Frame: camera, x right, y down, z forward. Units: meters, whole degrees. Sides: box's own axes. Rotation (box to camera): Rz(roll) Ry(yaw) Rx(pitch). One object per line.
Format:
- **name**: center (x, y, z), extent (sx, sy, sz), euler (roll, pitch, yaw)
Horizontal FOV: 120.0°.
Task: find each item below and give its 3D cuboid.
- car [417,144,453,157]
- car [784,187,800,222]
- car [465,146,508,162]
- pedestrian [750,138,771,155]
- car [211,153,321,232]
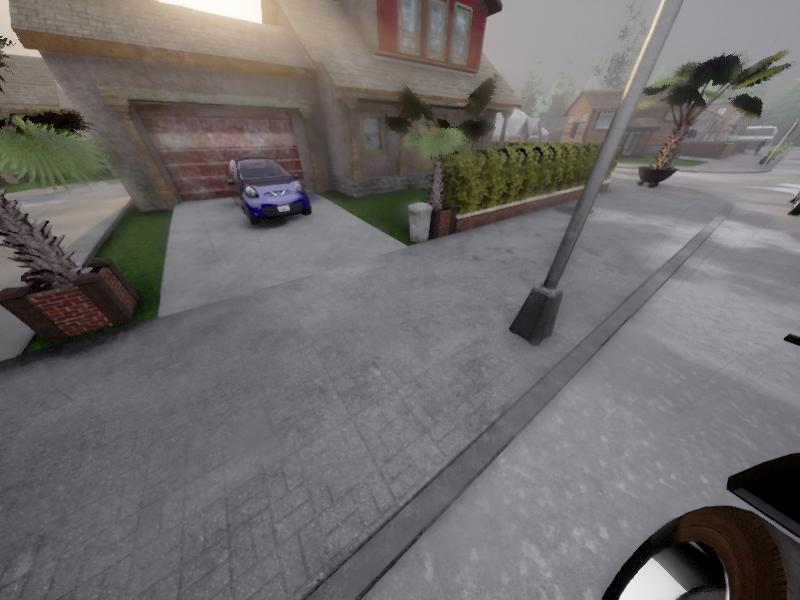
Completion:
- **car**: center (4.914, -21.734, 33.546), extent (2.033, 1.411, 5.357), euler (-22, 41, -28)
- **car**: center (15.204, -3.697, 7.644), extent (5.238, 1.638, 1.930), euler (-22, 40, -28)
- **car**: center (10.139, -17.408, 27.389), extent (1.994, 1.385, 4.181), euler (-22, 41, -28)
- **pedestrian**: center (49.126, -20.922, 31.475), extent (0.751, 1.860, 0.751), euler (-23, 41, -29)
- **car**: center (-4.137, -3.472, 7.011), extent (1.845, 1.501, 3.633), euler (-24, 42, -30)
